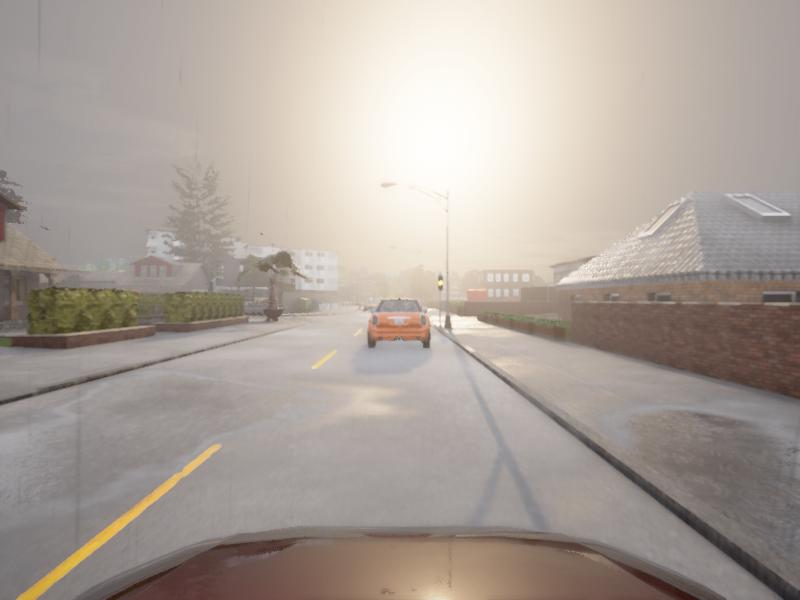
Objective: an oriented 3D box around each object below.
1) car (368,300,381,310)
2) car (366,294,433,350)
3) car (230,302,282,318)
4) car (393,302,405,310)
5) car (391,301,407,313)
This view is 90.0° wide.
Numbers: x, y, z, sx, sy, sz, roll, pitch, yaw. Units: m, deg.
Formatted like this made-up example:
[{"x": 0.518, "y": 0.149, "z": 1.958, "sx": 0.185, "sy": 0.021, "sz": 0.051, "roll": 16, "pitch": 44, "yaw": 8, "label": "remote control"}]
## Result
[{"x": -4.176, "y": 0.796, "z": 66.024, "sx": 1.930, "sy": 1.638, "sz": 5.238, "roll": 0, "pitch": 0, "yaw": 0, "label": "car"}, {"x": -0.031, "y": 0.700, "z": 14.838, "sx": 2.097, "sy": 1.767, "sz": 4.553, "roll": 0, "pitch": 0, "yaw": 0, "label": "car"}, {"x": -13.393, "y": 0.922, "z": 37.413, "sx": 4.181, "sy": 1.385, "sz": 1.994, "roll": 0, "pitch": 0, "yaw": 2, "label": "car"}, {"x": -0.178, "y": 0.969, "z": 67.003, "sx": 1.895, "sy": 1.301, "sz": 4.718, "roll": 0, "pitch": 0, "yaw": 0, "label": "car"}, {"x": -0.141, "y": 0.915, "z": 54.351, "sx": 2.033, "sy": 1.411, "sz": 5.357, "roll": 0, "pitch": 0, "yaw": 0, "label": "car"}]
